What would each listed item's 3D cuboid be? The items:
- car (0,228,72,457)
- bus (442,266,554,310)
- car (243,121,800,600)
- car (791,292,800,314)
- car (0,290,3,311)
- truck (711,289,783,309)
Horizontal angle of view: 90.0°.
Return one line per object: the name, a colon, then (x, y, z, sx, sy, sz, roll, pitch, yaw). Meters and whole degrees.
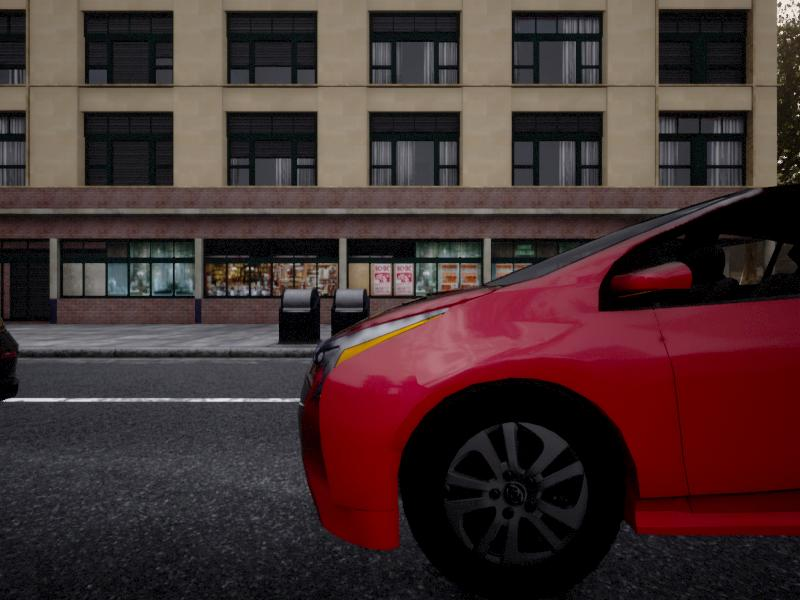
car: (-4.859, 0.270, 2.172, 4.674, 1.442, 1.812, 0, 0, 0)
bus: (9.592, -1.135, 40.268, 10.273, 4.253, 3.944, 0, 0, 0)
car: (1.791, 0.228, 2.195, 4.514, 1.525, 2.007, 0, 0, 0)
car: (29.894, 0.201, 26.977, 1.801, 1.575, 5.366, 0, 0, -1)
car: (-35.536, 0.052, 32.512, 1.932, 1.855, 4.605, 0, 0, 0)
truck: (37.123, -0.057, 42.857, 6.274, 2.098, 2.390, 0, -1, -10)
